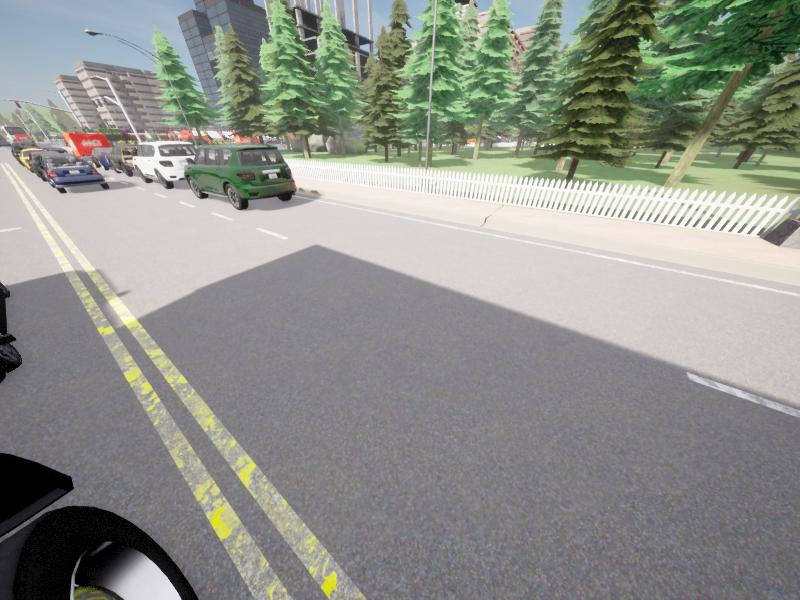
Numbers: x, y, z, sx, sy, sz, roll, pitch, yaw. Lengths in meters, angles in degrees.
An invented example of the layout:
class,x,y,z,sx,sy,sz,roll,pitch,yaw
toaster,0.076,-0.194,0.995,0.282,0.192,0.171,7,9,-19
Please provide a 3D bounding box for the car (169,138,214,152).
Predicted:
class,x,y,z,sx,sy,sz,roll,pitch,yaw
car,-39.285,-29.413,43.636,2.150,2.045,5.566,21,40,26

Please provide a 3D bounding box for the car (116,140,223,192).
class,x,y,z,sx,sy,sz,roll,pitch,yaw
car,-12.734,-7.551,12.775,5.566,2.045,2.150,22,40,27

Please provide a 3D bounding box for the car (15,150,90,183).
class,x,y,z,sx,sy,sz,roll,pitch,yaw
car,-21.866,-8.497,14.550,4.193,1.474,1.816,22,40,27

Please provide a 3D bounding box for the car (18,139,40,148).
class,x,y,z,sx,sy,sz,roll,pitch,yaw
car,-87.214,-36.918,54.308,5.238,1.638,1.930,22,40,27

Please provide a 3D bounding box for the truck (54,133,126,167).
class,x,y,z,sx,sy,sz,roll,pitch,yaw
truck,-29.380,-14.325,21.910,5.204,2.467,2.627,22,40,27

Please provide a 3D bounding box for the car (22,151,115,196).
class,x,y,z,sx,sy,sz,roll,pitch,yaw
car,-16.646,-6.461,11.627,3.705,1.549,1.789,22,40,27

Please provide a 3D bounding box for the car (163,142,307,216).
class,x,y,z,sx,sy,sz,roll,pitch,yaw
car,-6.700,-5.162,9.425,5.566,2.045,2.150,21,40,27

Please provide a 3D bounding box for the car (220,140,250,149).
class,x,y,z,sx,sy,sz,roll,pitch,yaw
car,-36.970,-35.014,51.955,2.033,1.649,4.856,21,40,26

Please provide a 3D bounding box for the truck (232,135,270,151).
class,x,y,z,sx,sy,sz,roll,pitch,yaw
truck,-29.293,-31.080,45.703,2.627,2.467,5.204,21,40,26

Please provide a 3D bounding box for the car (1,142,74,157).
class,x,y,z,sx,sy,sz,roll,pitch,yaw
car,-48.754,-20.388,31.246,4.792,1.488,2.163,-11,37,-16

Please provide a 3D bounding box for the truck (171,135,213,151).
class,x,y,z,sx,sy,sz,roll,pitch,yaw
truck,-41.373,-31.442,46.144,2.627,2.467,5.204,20,40,26

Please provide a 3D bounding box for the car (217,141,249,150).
class,x,y,z,sx,sy,sz,roll,pitch,yaw
car,-35.239,-32.791,48.910,2.038,1.542,4.974,21,40,26

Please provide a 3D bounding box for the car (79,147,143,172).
class,x,y,z,sx,sy,sz,roll,pitch,yaw
car,-24.116,-11.832,19.266,4.792,1.488,2.163,22,40,27

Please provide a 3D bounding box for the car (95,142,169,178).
class,x,y,z,sx,sy,sz,roll,pitch,yaw
car,-18.722,-9.857,16.153,4.605,1.855,1.932,22,40,27

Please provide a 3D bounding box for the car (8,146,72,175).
class,x,y,z,sx,sy,sz,roll,pitch,yaw
car,-27.632,-10.827,17.727,5.366,1.575,1.801,22,40,27

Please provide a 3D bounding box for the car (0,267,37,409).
class,x,y,z,sx,sy,sz,roll,pitch,yaw
car,-6.037,0.220,2.300,3.806,1.475,1.970,22,41,28

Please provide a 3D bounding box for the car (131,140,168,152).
class,x,y,z,sx,sy,sz,roll,pitch,yaw
car,-45.124,-27.846,41.751,1.851,1.617,3.988,22,41,28

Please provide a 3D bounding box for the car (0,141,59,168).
class,x,y,z,sx,sy,sz,roll,pitch,yaw
car,-33.448,-13.256,20.877,4.605,1.855,1.932,22,40,27
